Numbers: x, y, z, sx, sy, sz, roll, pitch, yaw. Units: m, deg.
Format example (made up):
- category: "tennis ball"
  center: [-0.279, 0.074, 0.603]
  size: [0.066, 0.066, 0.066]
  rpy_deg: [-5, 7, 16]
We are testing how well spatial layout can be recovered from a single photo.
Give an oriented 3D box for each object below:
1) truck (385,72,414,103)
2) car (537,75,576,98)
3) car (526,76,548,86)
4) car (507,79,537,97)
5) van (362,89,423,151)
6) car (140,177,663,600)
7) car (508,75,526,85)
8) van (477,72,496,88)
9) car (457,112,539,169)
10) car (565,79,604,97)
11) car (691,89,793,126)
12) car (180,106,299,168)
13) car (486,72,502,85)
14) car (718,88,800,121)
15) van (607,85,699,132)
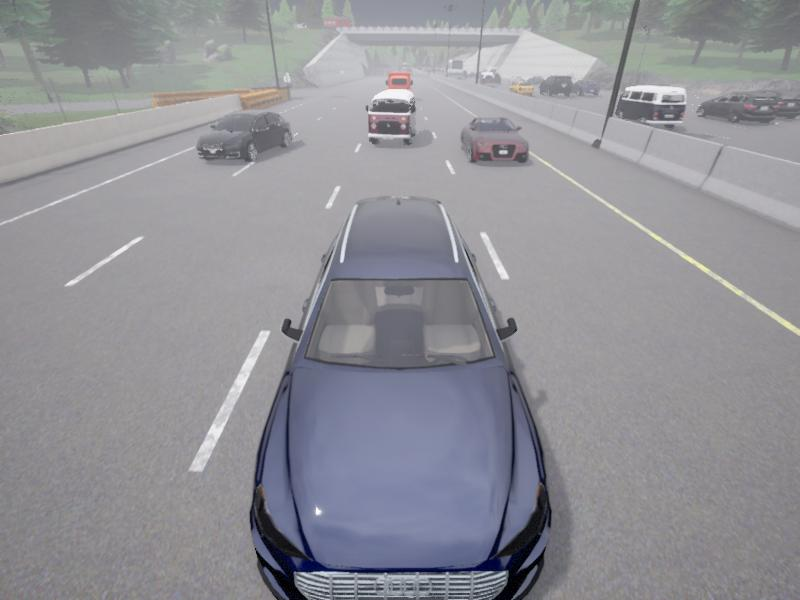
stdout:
- category: "truck"
  center: [-0.047, -20.431, 38.358]
  size: [2.627, 2.467, 5.204]
  rpy_deg: [0, 30, 0]
- category: "car"
  center: [17.443, -24.012, 44.892]
  size: [2.150, 2.045, 5.566]
  rpy_deg: [0, 30, 0]
- category: "car"
  center: [24.418, -39.223, 71.471]
  size: [2.033, 1.411, 5.357]
  rpy_deg: [0, 30, 0]
- category: "car"
  center: [13.942, -24.453, 46.102]
  size: [1.801, 1.575, 5.366]
  rpy_deg: [0, 30, 0]
- category: "van"
  center: [-0.214, -8.216, 17.967]
  size: [2.069, 2.038, 4.480]
  rpy_deg: [4, 30, 5]
- category: "car"
  center: [-0.008, 0.175, 4.065]
  size: [2.033, 1.649, 4.856]
  rpy_deg: [0, 30, 0]
- category: "car"
  center: [20.918, -39.448, 71.801]
  size: [1.812, 1.442, 4.674]
  rpy_deg: [0, 31, 0]
- category: "van"
  center: [13.926, -35.517, 64.511]
  size: [2.069, 2.038, 4.480]
  rpy_deg: [0, 31, 0]
- category: "car"
  center: [3.473, -6.122, 15.058]
  size: [1.994, 1.385, 4.181]
  rpy_deg: [0, 30, 0]
- category: "car"
  center: [20.942, -24.233, 45.690]
  size: [2.152, 1.651, 5.027]
  rpy_deg: [0, 30, 0]
- category: "car"
  center: [20.965, -12.067, 24.907]
  size: [2.242, 1.667, 4.611]
  rpy_deg: [0, 30, 0]
- category: "car"
  center: [-5.865, -6.446, 15.480]
  size: [1.837, 1.490, 4.892]
  rpy_deg: [6, 31, 10]
- category: "car"
  center: [17.421, -41.161, 74.295]
  size: [1.932, 1.855, 4.605]
  rpy_deg: [0, 31, 0]
- category: "car"
  center: [24.460, -13.247, 26.919]
  size: [2.242, 1.667, 4.611]
  rpy_deg: [0, 30, 0]
- category: "van"
  center: [13.964, -10.863, 22.483]
  size: [2.069, 2.038, 4.480]
  rpy_deg: [0, 30, 0]
